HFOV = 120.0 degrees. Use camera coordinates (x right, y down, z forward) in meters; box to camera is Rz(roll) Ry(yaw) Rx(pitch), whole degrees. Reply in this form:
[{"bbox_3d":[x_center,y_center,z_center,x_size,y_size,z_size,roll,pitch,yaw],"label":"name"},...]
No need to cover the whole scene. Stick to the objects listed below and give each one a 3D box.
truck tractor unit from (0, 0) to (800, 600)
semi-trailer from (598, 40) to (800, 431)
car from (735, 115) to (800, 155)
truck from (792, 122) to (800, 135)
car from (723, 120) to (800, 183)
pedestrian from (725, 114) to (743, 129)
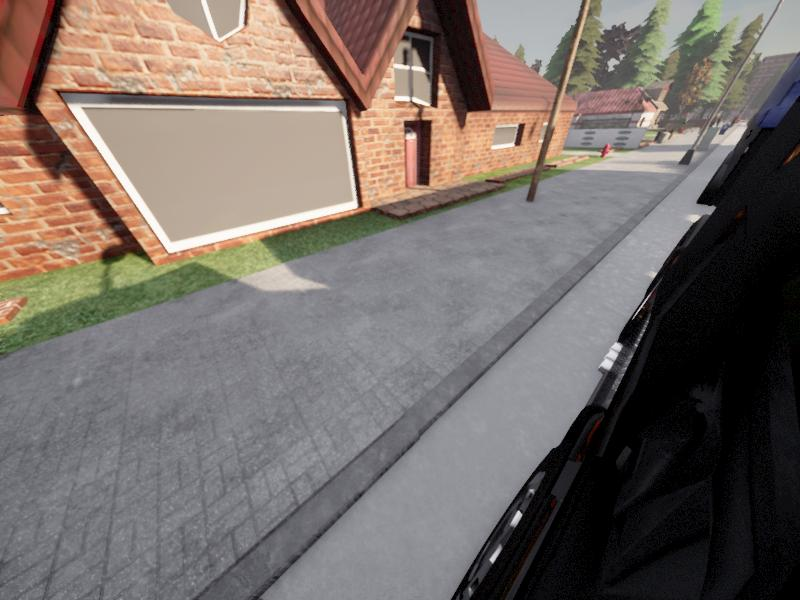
[{"bbox_3d":[2.645,-0.295,0.352,6.516,4.208,3.053,-28,44,-30],"label":"truck tractor unit"},{"bbox_3d":[8.692,-3.605,4.238,14.254,4.402,2.717,-28,44,-30],"label":"semi-trailer"},{"bbox_3d":[24.409,-10.918,15.211,3.866,1.878,1.905,-29,44,-29],"label":"car"},{"bbox_3d":[46.149,-19.579,25.036,5.204,2.467,2.627,-28,44,-30],"label":"truck"},{"bbox_3d":[15.900,-6.329,9.704,4.605,1.855,1.932,-26,43,-31],"label":"car"},{"bbox_3d":[53.427,-28.565,36.942,0.751,1.860,0.751,-27,43,-29],"label":"pedestrian"}]
